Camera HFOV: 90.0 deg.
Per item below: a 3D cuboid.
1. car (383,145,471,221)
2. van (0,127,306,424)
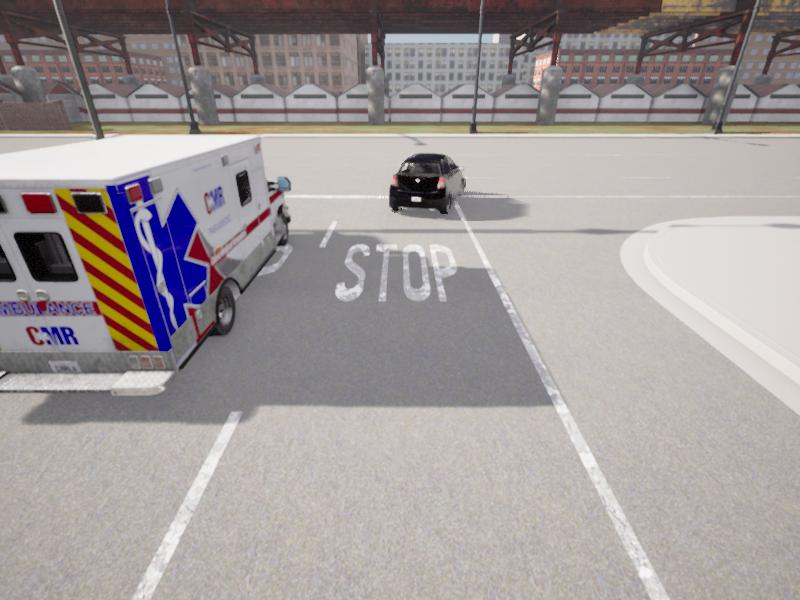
[{"bbox_3d":[0.955,-3.731,12.286,1.845,1.501,3.633,7,28,15],"label":"car"},{"bbox_3d":[-3.494,-1.245,6.435,2.351,2.431,6.366,0,27,0],"label":"van"}]
